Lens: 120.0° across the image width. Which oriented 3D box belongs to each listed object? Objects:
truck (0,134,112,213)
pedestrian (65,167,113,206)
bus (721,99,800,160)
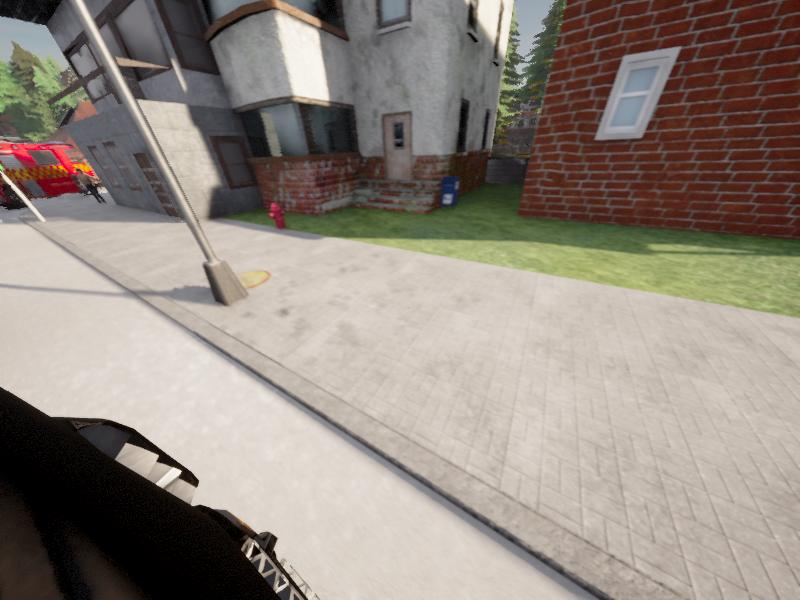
[{"bbox_3d":[-25.118,-8.355,15.014,2.891,3.827,8.468,-10,34,-10],"label":"truck"},{"bbox_3d":[-17.587,-6.455,13.123,0.751,1.860,0.751,-27,41,-32],"label":"pedestrian"},{"bbox_3d":[36.710,-15.798,21.435,3.944,4.253,10.273,16,38,26],"label":"bus"}]
